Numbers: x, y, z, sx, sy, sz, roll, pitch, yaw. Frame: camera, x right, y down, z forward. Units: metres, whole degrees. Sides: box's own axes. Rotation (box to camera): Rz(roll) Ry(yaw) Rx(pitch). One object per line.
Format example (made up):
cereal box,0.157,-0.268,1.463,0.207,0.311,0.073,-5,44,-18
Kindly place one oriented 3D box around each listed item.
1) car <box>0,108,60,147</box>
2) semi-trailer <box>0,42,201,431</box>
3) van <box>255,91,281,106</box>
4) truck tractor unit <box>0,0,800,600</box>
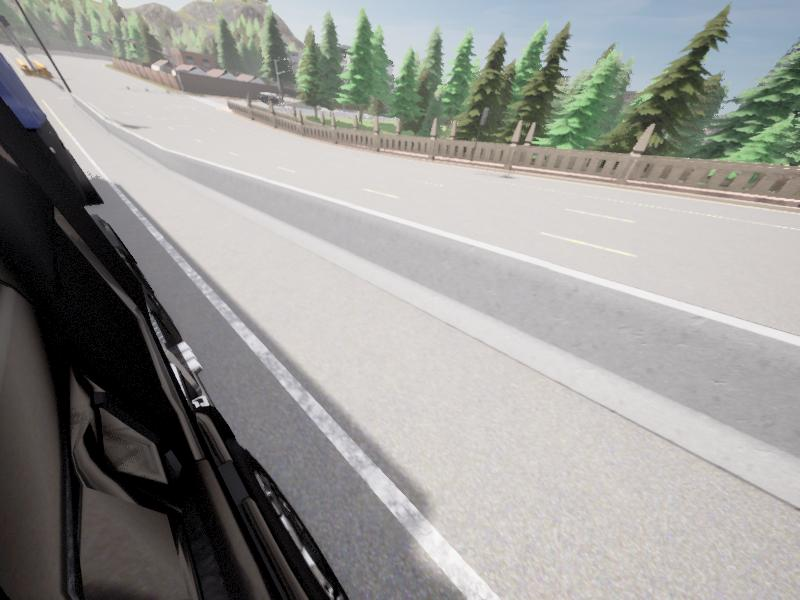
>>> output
car,-22.875,-10.470,13.970,3.806,1.475,1.970,31,45,27
semi-trailer,-8.690,-3.609,4.239,14.254,4.402,2.717,28,44,30
van,-30.990,-47.309,54.258,2.069,2.038,4.480,35,47,26
truck tractor unit,-2.645,-0.295,0.352,6.516,4.208,3.053,28,44,30
